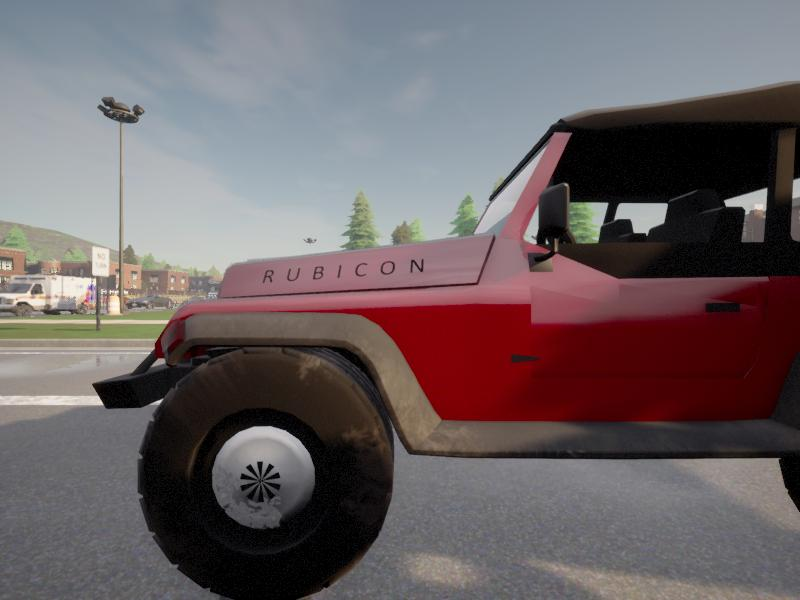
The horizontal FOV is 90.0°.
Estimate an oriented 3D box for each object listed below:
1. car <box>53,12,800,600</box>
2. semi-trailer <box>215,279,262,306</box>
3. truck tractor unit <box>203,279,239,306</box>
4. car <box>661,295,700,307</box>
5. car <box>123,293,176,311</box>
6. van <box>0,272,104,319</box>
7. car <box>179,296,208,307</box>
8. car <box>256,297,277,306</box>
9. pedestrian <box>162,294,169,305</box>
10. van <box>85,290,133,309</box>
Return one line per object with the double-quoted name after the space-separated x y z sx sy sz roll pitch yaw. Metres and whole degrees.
0.853 0.046 2.203 3.866 1.878 1.905 0 0 0 "car"
-28.814 -1.217 72.483 2.717 4.402 14.254 0 0 0 "semi-trailer"
-28.726 -1.123 64.573 3.053 4.208 6.516 0 0 -2 "truck tractor unit"
39.897 0.156 57.035 2.242 1.667 4.611 0 0 -1 "car"
-24.884 0.180 39.968 2.152 1.651 5.027 0 0 0 "car"
-21.206 -0.222 23.947 2.351 2.431 6.366 0 0 -1 "van"
-32.177 0.228 62.590 2.038 1.542 4.974 0 0 -1 "car"
-21.700 0.270 65.260 1.812 1.442 4.674 0 0 -1 "car"
-41.056 -0.115 69.991 0.751 1.860 0.751 0 0 -2 "pedestrian"
-31.950 -0.029 44.091 2.069 2.038 4.480 0 0 -1 "van"
